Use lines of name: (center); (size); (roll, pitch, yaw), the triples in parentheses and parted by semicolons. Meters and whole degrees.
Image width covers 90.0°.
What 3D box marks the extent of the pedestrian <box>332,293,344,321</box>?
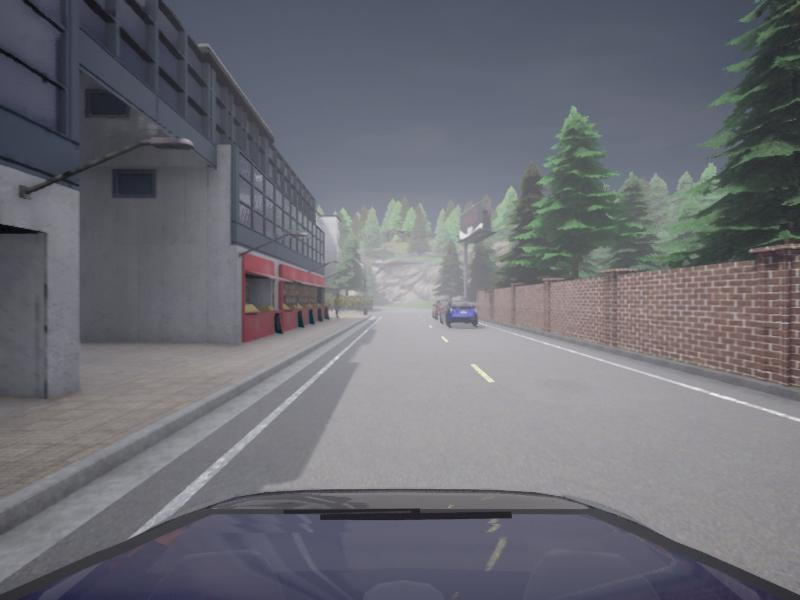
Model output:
pedestrian: (-4.193, 0.451, 27.034); (0.751, 1.860, 0.751); (0, 0, -1)

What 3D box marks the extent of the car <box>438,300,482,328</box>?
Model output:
car: (3.553, 0.797, 24.455); (2.007, 1.525, 4.514); (0, 0, 0)

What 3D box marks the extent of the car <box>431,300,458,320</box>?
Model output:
car: (3.570, 0.774, 32.411); (1.789, 1.549, 3.705); (0, 0, 0)
